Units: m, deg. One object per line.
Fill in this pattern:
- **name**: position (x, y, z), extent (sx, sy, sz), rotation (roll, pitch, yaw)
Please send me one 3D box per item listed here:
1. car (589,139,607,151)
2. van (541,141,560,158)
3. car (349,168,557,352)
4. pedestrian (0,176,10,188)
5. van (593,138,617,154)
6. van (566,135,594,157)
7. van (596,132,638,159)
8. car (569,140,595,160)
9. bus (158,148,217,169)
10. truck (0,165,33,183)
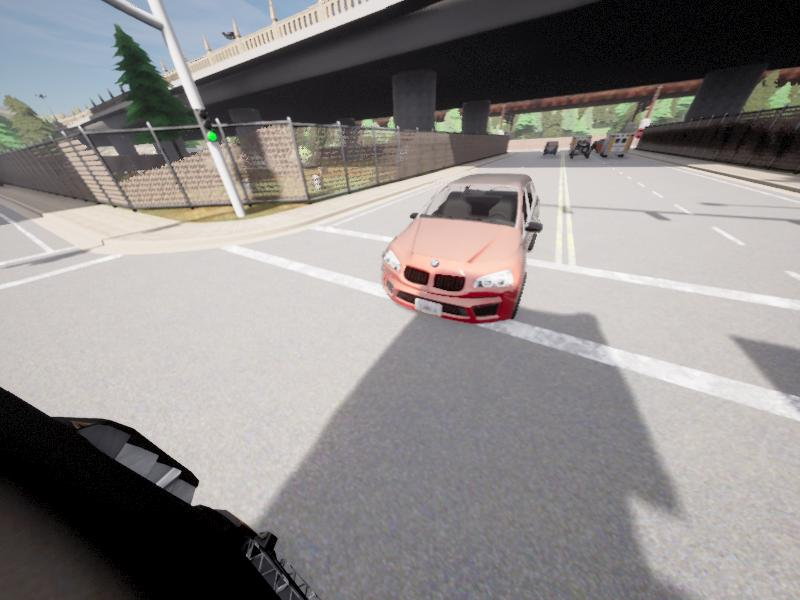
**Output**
- **car**: position (37.230, -29.182, 43.524), extent (2.097, 1.767, 4.553), rotation (19, 39, 29)
- **van**: position (22.515, -22.528, 34.466), extent (1.775, 1.987, 4.442), rotation (16, 38, 26)
- **car**: position (1.497, -1.447, 4.562), extent (2.242, 1.667, 4.611), rotation (16, 37, 26)
- **pedestrian**: position (-48.639, -14.613, 27.824), extent (0.751, 1.860, 0.751), rotation (15, 38, 25)
- **van**: position (31.646, -23.886, 35.797), extent (1.775, 1.987, 4.442), rotation (16, 38, 26)
- **van**: position (26.959, -23.280, 34.851), extent (2.351, 2.431, 6.366), rotation (16, 38, 26)
- **van**: position (27.005, -19.448, 29.061), extent (2.351, 2.431, 6.366), rotation (16, 38, 26)
- **car**: position (22.952, -19.044, 29.268), extent (1.932, 1.855, 4.605), rotation (16, 38, 26)
- **bus**: position (-56.875, -38.282, 62.458), extent (3.944, 4.253, 10.273), rotation (16, 38, 26)
- **truck**: position (-68.938, -21.602, 39.827), extent (2.627, 2.467, 5.204), rotation (17, 37, 27)
